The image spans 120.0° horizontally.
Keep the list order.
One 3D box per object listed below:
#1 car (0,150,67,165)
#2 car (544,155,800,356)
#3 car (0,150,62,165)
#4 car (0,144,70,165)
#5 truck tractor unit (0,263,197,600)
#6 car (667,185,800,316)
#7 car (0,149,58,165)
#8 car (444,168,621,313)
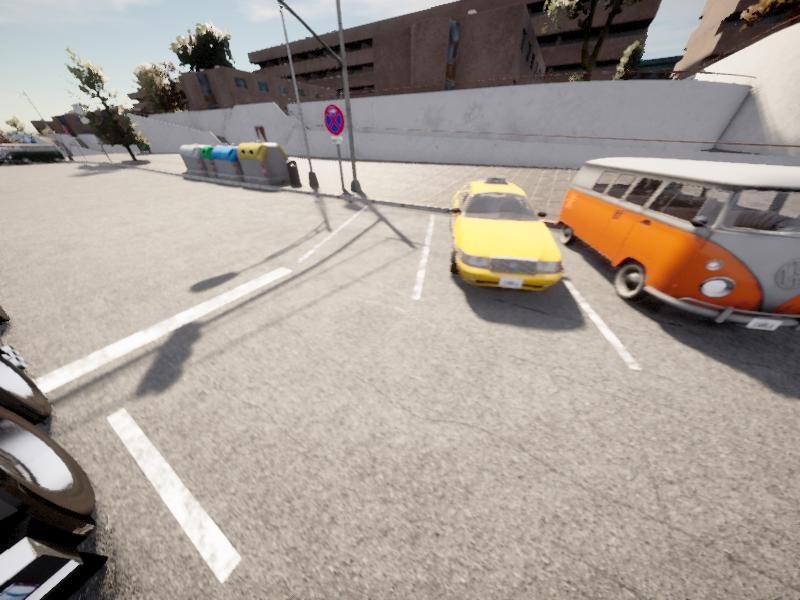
[{"bbox_3d":[-45.658,-17.679,28.541,2.002,1.452,4.674,4,34,9],"label":"car"},{"bbox_3d":[4.772,-1.410,4.264,1.878,1.987,4.442,6,35,8],"label":"car"},{"bbox_3d":[-48.229,-18.464,29.813,2.002,1.452,4.674,5,34,9],"label":"car"},{"bbox_3d":[-43.097,-17.055,27.031,1.878,1.987,4.442,5,34,9],"label":"car"},{"bbox_3d":[-5.112,-0.299,0.785,6.516,4.208,3.053,18,39,24],"label":"truck tractor unit"},{"bbox_3d":[7.374,-0.439,3.297,2.163,1.488,4.792,6,35,8],"label":"car"},{"bbox_3d":[-50.841,-19.180,30.903,1.946,1.575,5.366,5,34,9],"label":"car"},{"bbox_3d":[2.178,-2.030,5.564,1.946,1.575,5.366,6,35,8],"label":"car"}]
